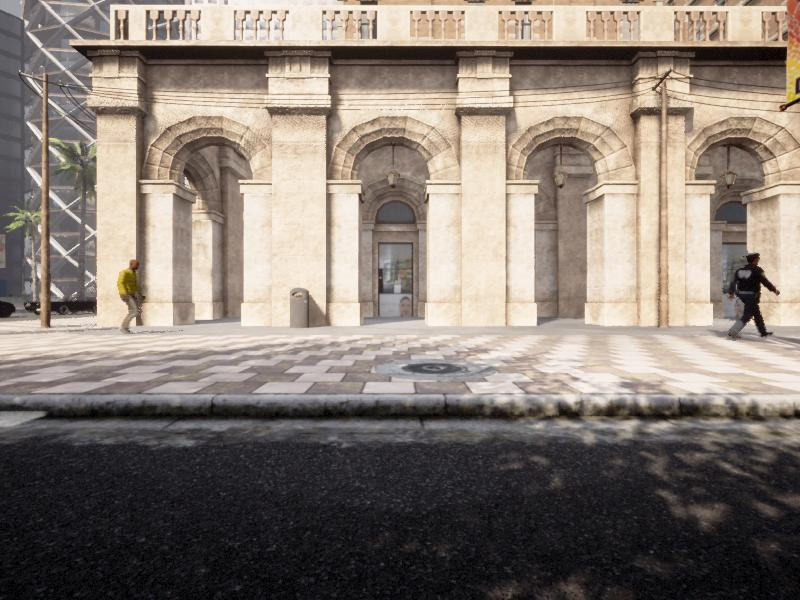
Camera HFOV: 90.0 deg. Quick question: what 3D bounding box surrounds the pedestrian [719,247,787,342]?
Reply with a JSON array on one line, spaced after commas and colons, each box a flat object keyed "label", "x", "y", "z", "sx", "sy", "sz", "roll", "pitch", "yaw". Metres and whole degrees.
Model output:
[{"label": "pedestrian", "x": 7.254, "y": -0.114, "z": 8.256, "sx": 0.751, "sy": 1.860, "sz": 0.751, "roll": 0, "pitch": 0, "yaw": -3}]

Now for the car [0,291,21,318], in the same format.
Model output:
[{"label": "car", "x": -23.029, "y": 0.251, "z": 21.246, "sx": 1.816, "sy": 1.474, "sz": 4.193, "roll": 0, "pitch": 0, "yaw": 0}]

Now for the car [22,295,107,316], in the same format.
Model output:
[{"label": "car", "x": -23.035, "y": 0.340, "z": 27.750, "sx": 1.895, "sy": 1.301, "sz": 4.718, "roll": 0, "pitch": 0, "yaw": 0}]

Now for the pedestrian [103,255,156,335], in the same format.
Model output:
[{"label": "pedestrian", "x": -6.449, "y": -0.116, "z": 9.578, "sx": 0.751, "sy": 1.860, "sz": 0.751, "roll": 0, "pitch": 0, "yaw": 0}]
